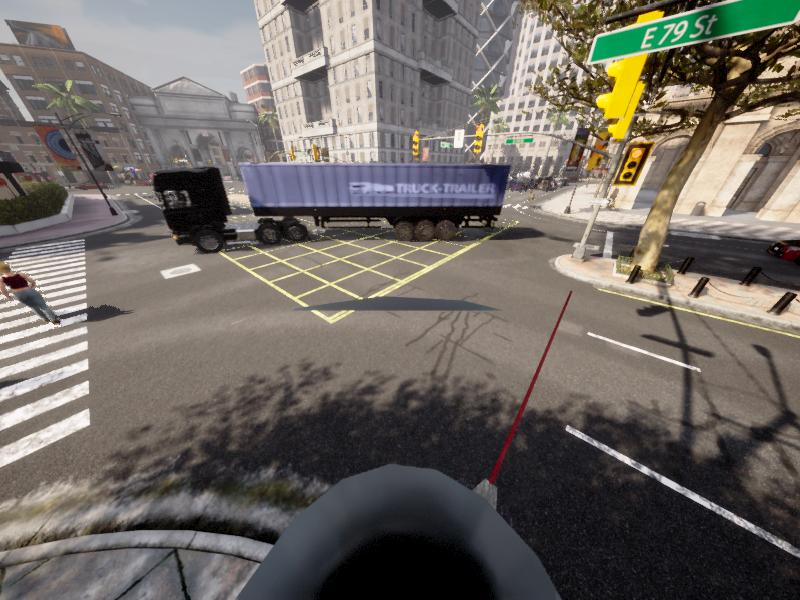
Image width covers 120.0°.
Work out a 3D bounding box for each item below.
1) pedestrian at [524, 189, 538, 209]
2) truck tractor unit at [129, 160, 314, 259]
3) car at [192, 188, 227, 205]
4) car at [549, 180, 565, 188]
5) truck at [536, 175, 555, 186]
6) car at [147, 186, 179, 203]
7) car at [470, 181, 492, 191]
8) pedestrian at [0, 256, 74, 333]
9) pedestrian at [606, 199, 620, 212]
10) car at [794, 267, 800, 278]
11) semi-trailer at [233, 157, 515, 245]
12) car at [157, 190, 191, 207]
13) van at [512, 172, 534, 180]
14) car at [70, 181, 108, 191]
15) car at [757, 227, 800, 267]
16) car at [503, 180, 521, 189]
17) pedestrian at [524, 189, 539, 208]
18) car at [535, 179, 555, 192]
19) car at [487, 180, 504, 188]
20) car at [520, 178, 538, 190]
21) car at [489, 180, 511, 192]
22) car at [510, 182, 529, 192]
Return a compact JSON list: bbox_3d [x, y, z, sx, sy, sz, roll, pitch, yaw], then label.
[{"bbox_3d":[14.058,-10.811,24.821,0.751,1.860,0.751,18,35,28],"label":"pedestrian"},{"bbox_3d":[-8.847,-5.286,12.933,6.516,4.208,3.053,-15,33,-24],"label":"truck tractor unit"},{"bbox_3d":[-24.565,-13.443,29.759,4.974,1.542,2.038,23,37,34],"label":"car"},{"bbox_3d":[34.935,-25.758,51.324,1.895,1.301,4.718,23,37,34],"label":"car"},{"bbox_3d":[35.861,-29.371,56.779,2.390,2.098,6.274,23,37,34],"label":"truck"},{"bbox_3d":[-32.069,-14.368,31.251,5.238,1.638,1.930,23,37,34],"label":"car"},{"bbox_3d":[16.414,-23.026,46.495,2.033,1.411,5.357,23,37,34],"label":"car"},{"bbox_3d":[-10.254,-0.144,6.346,0.751,1.860,0.751,19,35,29],"label":"pedestrian"},{"bbox_3d":[20.901,-9.321,22.697,0.500,1.100,0.500,-10,31,-17],"label":"pedestrian"},{"bbox_3d":[18.275,-0.610,7.532,4.974,1.542,2.038,23,37,34],"label":"car"},{"bbox_3d":[-1.169,-5.998,13.962,14.254,4.402,2.717,-2,29,-3],"label":"semi-trailer"},{"bbox_3d":[-26.955,-12.141,27.558,3.806,1.475,1.970,23,37,34],"label":"car"},{"bbox_3d":[44.769,-45.512,84.399,6.366,2.431,2.351,23,37,34],"label":"van"},{"bbox_3d":[-60.819,-22.371,45.279,1.816,1.474,4.193,23,37,34],"label":"car"},{"bbox_3d":[20.099,-2.053,10.194,4.181,1.385,1.994,23,37,34],"label":"car"},{"bbox_3d":[24.215,-24.888,49.743,1.994,1.385,4.181,24,38,35],"label":"car"},{"bbox_3d":[14.517,-11.213,25.519,0.751,1.860,0.751,-25,38,-37],"label":"pedestrian"},{"bbox_3d":[27.177,-21.452,43.283,1.932,1.855,4.605,23,37,34],"label":"car"},{"bbox_3d":[21.248,-25.858,51.424,1.994,1.385,4.181,23,37,34],"label":"car"},{"bbox_3d":[26.168,-23.563,46.927,1.905,1.878,3.866,23,37,34],"label":"car"},{"bbox_3d":[19.373,-22.171,44.765,1.930,1.638,5.238,23,37,34],"label":"car"},{"bbox_3d":[22.317,-21.118,43.108,1.816,1.474,4.193,23,37,34],"label":"car"}]
